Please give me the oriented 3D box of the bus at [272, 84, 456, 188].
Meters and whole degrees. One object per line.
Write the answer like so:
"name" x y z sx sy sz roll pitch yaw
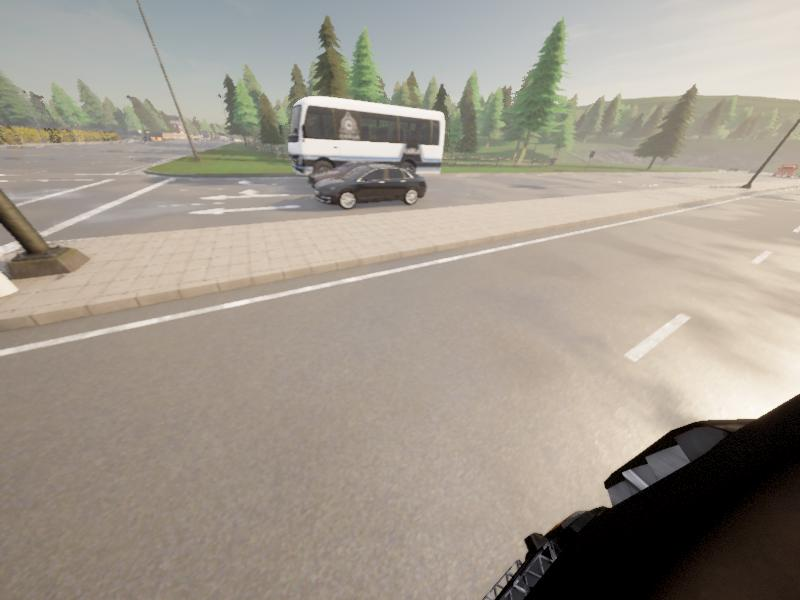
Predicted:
"bus" -1.969 -10.192 15.189 10.273 4.253 3.944 -15 38 -25

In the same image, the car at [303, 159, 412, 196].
"car" -2.207 -6.810 12.686 5.357 1.411 2.033 -15 38 -25

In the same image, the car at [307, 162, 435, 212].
"car" -1.103 -4.926 9.864 4.892 1.490 1.837 -15 38 -25

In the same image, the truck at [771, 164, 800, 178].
"truck" 87.775 -29.445 52.558 5.204 2.467 2.627 -19 39 -29
